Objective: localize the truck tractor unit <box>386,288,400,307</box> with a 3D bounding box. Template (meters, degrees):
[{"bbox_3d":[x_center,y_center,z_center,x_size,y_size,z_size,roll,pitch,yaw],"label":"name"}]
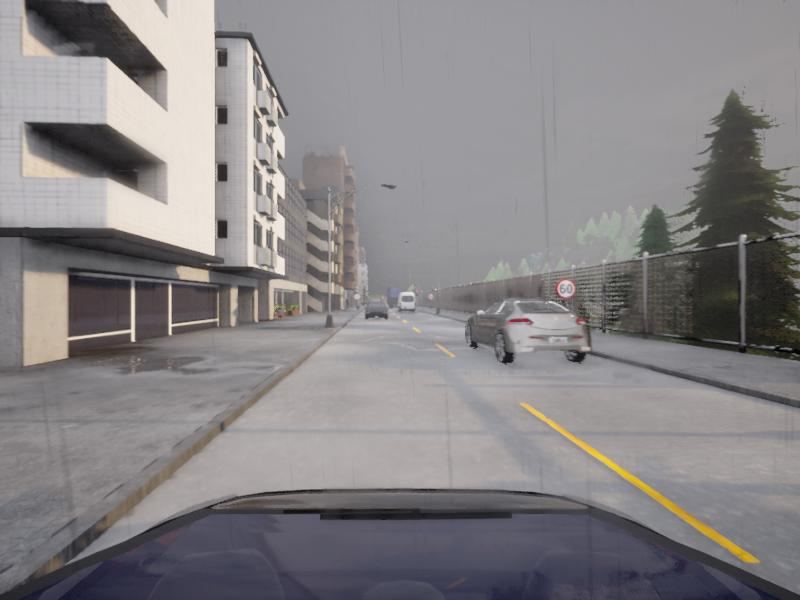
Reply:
[{"bbox_3d":[-1.650,-0.551,92.322,3.053,4.208,6.516,0,0,-4],"label":"truck tractor unit"}]

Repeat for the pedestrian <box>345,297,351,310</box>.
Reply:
[{"bbox_3d":[-7.937,0.510,60.654,0.751,1.860,0.751,0,0,7],"label":"pedestrian"}]

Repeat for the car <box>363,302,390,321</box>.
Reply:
[{"bbox_3d":[-1.918,0.886,32.678,2.033,1.411,5.357,0,0,-4],"label":"car"}]

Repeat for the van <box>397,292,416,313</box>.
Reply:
[{"bbox_3d":[0.803,0.307,53.230,1.988,2.561,5.915,0,0,-4],"label":"van"}]

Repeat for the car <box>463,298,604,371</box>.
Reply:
[{"bbox_3d":[3.431,0.775,11.587,2.152,1.651,5.027,0,0,-4],"label":"car"}]

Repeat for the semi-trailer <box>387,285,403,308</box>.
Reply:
[{"bbox_3d":[-1.160,-0.643,84.420,2.717,4.402,14.254,0,0,-4],"label":"semi-trailer"}]
